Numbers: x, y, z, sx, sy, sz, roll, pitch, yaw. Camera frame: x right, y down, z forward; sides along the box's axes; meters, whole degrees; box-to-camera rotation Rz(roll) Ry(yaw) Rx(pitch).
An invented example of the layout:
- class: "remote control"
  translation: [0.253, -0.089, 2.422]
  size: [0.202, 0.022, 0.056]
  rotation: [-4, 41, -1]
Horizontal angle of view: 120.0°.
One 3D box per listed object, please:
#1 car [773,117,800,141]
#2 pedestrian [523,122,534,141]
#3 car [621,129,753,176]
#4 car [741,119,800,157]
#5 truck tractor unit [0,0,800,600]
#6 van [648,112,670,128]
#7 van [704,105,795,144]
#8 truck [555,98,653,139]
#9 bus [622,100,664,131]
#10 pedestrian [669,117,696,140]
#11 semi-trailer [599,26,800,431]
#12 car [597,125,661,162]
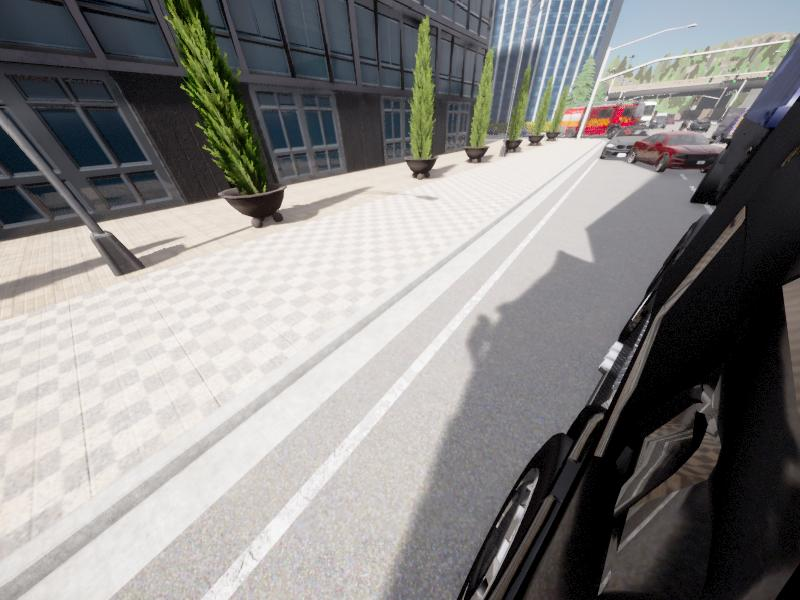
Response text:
- class: "car"
  translation: [35.410, -15.143, 20.357]
  size: [5.366, 1.575, 1.801]
  rotation: [-30, 45, -32]
- class: "pedestrian"
  translation: [16.231, -21.222, 29.126]
  size: [0.751, 1.860, 0.751]
  rotation: [15, 40, 23]
- class: "car"
  translation: [13.518, -7.458, 11.474]
  size: [1.882, 1.535, 5.008]
  rotation: [10, 38, 16]
- class: "car"
  translation: [23.900, -10.052, 14.218]
  size: [1.930, 1.638, 5.238]
  rotation: [24, 44, 31]
- class: "truck tractor unit"
  translation: [2.645, -0.295, 0.351]
  size: [6.516, 4.208, 3.053]
  rotation: [-28, 44, -30]
- class: "van"
  translation: [55.768, -38.727, 49.796]
  size: [1.988, 2.561, 5.915]
  rotation: [24, 44, 31]
- class: "van"
  translation: [30.313, -15.502, 20.444]
  size: [2.351, 2.431, 6.366]
  rotation: [23, 44, 30]
- class: "truck"
  translation: [26.462, -23.889, 30.713]
  size: [2.891, 3.827, 8.468]
  rotation: [-25, 42, -27]
- class: "bus"
  translation: [47.637, -36.320, 45.652]
  size: [3.944, 4.253, 10.273]
  rotation: [24, 44, 31]
- class: "pedestrian"
  translation: [28.877, -17.526, 23.668]
  size: [0.751, 1.860, 0.751]
  rotation: [5, 37, 10]
- class: "semi-trailer"
  translation: [8.618, -3.659, 4.305]
  size: [14.254, 4.402, 2.717]
  rotation: [-29, 44, -31]
- class: "car"
  translation: [14.850, -10.239, 15.015]
  size: [2.242, 1.667, 4.611]
  rotation: [25, 45, 33]
